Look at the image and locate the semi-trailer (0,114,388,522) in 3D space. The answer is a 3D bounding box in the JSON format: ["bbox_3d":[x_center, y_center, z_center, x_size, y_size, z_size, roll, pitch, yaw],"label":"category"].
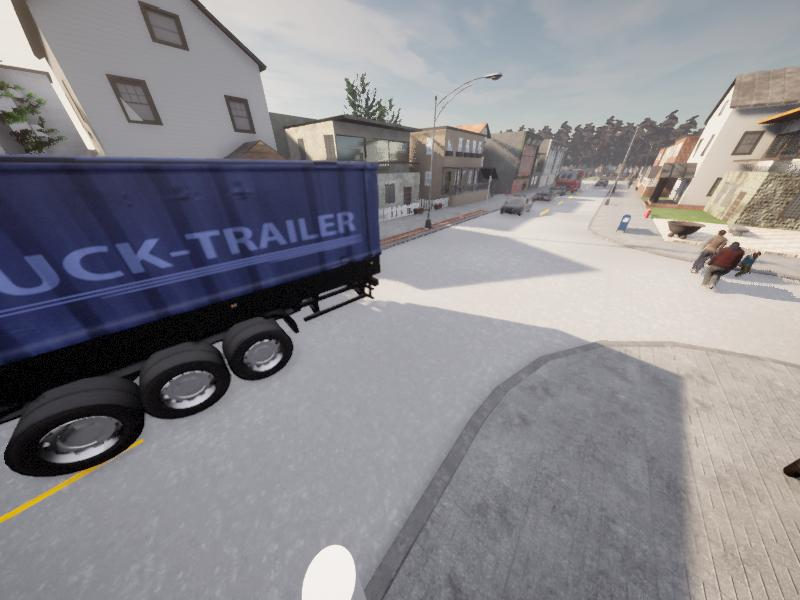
[{"bbox_3d":[-6.432,0.635,2.483,14.254,4.402,2.717,-26,39,-37],"label":"semi-trailer"}]

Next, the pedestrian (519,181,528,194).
[{"bbox_3d":[20.295,-18.454,37.852,0.751,1.860,0.751,21,36,32],"label":"pedestrian"}]

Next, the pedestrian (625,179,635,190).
[{"bbox_3d":[43.891,-22.077,44.128,0.751,1.860,0.751,21,36,32],"label":"pedestrian"}]

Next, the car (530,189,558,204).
[{"bbox_3d":[18.832,-13.561,30.125,1.994,1.385,4.181,23,37,34],"label":"car"}]

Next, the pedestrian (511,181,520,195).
[{"bbox_3d":[18.377,-17.827,36.767,0.751,1.860,0.751,25,38,36],"label":"pedestrian"}]

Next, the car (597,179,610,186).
[{"bbox_3d":[50.640,-29.373,57.513,1.994,1.385,4.181,23,37,34],"label":"car"}]

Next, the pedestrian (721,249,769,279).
[{"bbox_3d":[14.004,-1.470,9.403,0.500,1.100,0.500,-1,30,-2],"label":"pedestrian"}]

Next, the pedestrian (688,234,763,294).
[{"bbox_3d":[11.610,-1.294,8.339,0.751,1.860,0.751,22,37,33],"label":"pedestrian"}]

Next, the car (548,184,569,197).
[{"bbox_3d":[25.184,-17.412,36.616,1.789,1.549,3.705,23,37,34],"label":"car"}]

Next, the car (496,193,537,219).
[{"bbox_3d":[11.400,-9.260,22.404,1.930,1.638,5.238,22,37,34],"label":"car"}]

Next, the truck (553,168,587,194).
[{"bbox_3d":[30.933,-21.820,41.975,2.891,3.827,8.468,23,37,34],"label":"truck"}]

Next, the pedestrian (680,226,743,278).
[{"bbox_3d":[12.723,-1.980,9.526,0.751,1.860,0.751,22,37,33],"label":"pedestrian"}]
